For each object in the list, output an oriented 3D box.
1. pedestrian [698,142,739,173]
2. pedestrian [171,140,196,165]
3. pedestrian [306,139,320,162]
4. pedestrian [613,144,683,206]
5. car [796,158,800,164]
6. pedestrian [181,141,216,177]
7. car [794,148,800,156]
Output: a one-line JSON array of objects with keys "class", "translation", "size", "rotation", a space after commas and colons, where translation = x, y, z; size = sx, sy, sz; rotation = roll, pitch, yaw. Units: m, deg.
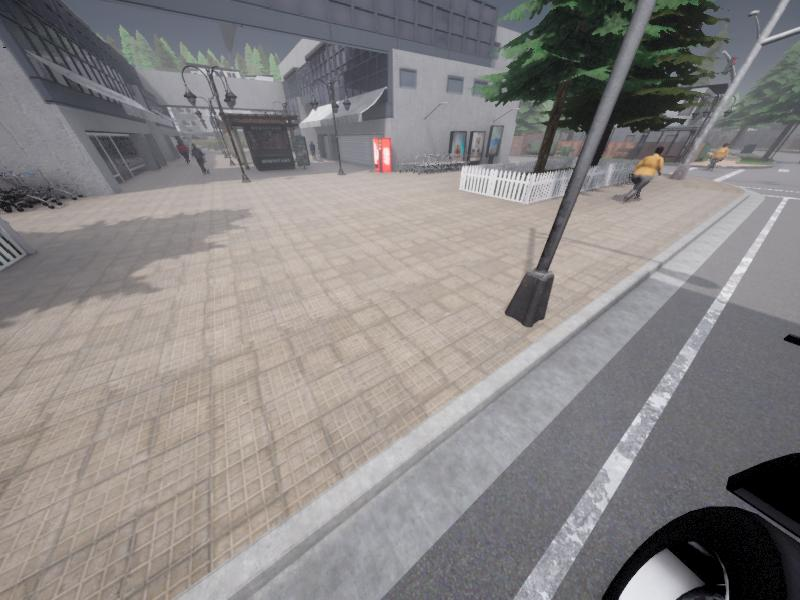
[{"class": "pedestrian", "translation": [23.170, -10.410, 16.846], "size": [0.751, 1.860, 0.751], "rotation": [-10, 36, -13]}, {"class": "pedestrian", "translation": [-19.414, -13.227, 20.760], "size": [0.751, 1.860, 0.751], "rotation": [20, 40, 26]}, {"class": "pedestrian", "translation": [-8.761, -15.034, 23.260], "size": [0.751, 1.860, 0.751], "rotation": [-24, 41, -29]}, {"class": "pedestrian", "translation": [8.794, -4.487, 8.300], "size": [0.751, 1.860, 0.751], "rotation": [-12, 37, -16]}, {"class": "car", "translation": [38.928, -13.208, 21.145], "size": [4.181, 1.385, 1.994], "rotation": [-26, 42, -31]}, {"class": "pedestrian", "translation": [-12.578, -8.816, 14.493], "size": [0.751, 1.860, 0.751], "rotation": [-5, 35, -6]}, {"class": "car", "translation": [52.651, -18.718, 28.871], "size": [1.994, 1.385, 4.181], "rotation": [23, 41, 29]}]
